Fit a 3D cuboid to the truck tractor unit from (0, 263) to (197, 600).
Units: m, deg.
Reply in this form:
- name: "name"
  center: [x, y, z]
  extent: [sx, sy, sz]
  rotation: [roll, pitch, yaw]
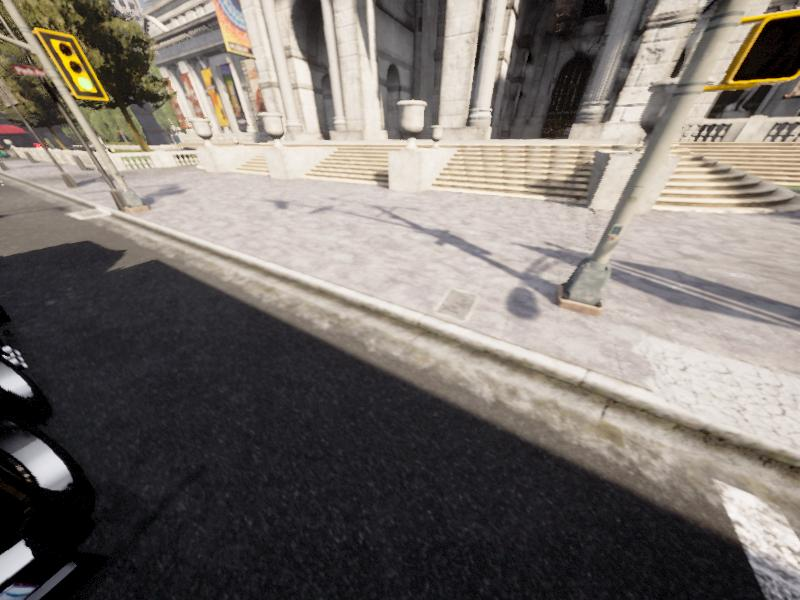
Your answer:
- name: "truck tractor unit"
  center: [-5.111, -0.299, 0.785]
  extent: [6.516, 4.208, 3.053]
  rotation: [18, 39, 24]
